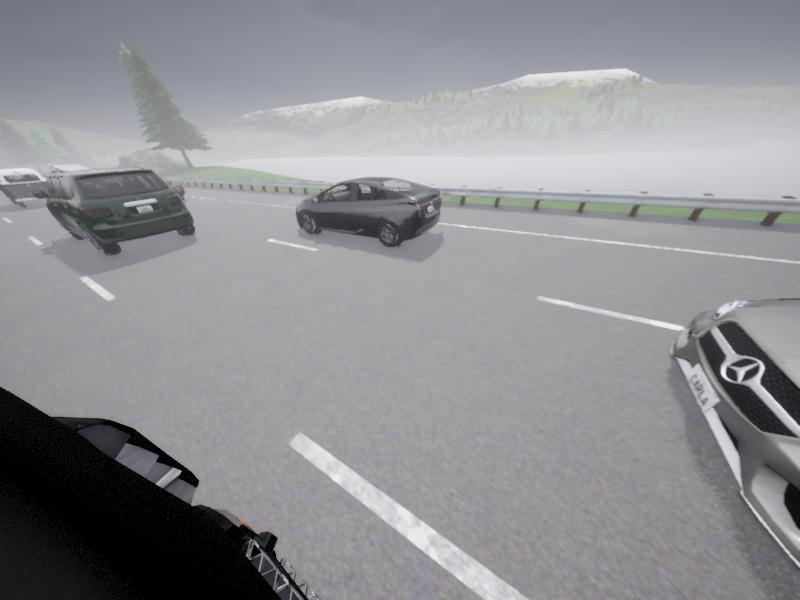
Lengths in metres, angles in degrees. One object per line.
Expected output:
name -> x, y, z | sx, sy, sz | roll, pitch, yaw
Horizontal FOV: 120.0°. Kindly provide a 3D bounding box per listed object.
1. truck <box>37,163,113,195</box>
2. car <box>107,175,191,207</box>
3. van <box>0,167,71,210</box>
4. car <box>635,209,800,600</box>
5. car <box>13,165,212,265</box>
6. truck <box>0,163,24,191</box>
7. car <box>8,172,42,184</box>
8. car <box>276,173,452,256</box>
truck -> -29.268, -11.000, 20.821 | 6.274, 2.098, 2.390 | 16, 38, 26
car -> -15.117, -6.641, 13.925 | 4.718, 1.301, 1.895 | 16, 38, 26
van -> -24.140, -7.282, 14.889 | 4.480, 2.038, 2.069 | 16, 38, 26
car -> 4.537, 1.054, 0.566 | 5.027, 1.651, 2.152 | 16, 38, 26
car -> -8.980, -2.968, 7.254 | 5.566, 2.045, 2.150 | 16, 38, 26
truck -> -44.789, -13.342, 25.176 | 5.204, 2.467, 2.627 | 16, 38, 26
car -> -56.545, -18.437, 34.788 | 4.718, 1.301, 1.895 | 16, 38, 26
car -> -1.060, -2.733, 6.779 | 4.514, 1.525, 2.007 | 16, 38, 26
